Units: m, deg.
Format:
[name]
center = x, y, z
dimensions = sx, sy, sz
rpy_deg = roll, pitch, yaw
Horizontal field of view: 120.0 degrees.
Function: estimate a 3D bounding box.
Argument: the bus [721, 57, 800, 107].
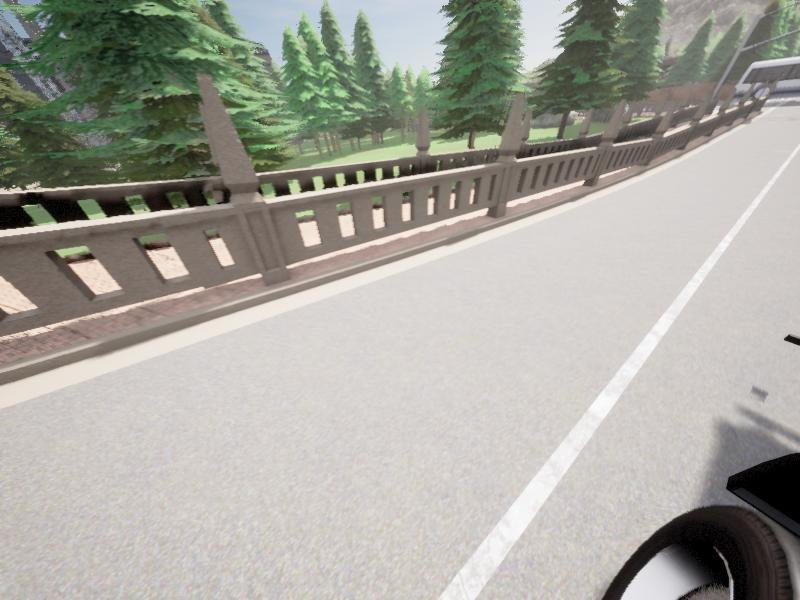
[bus]
center = 48.446, -26.556, 27.847
dimensions = 3.944, 4.253, 10.273
rpy_deg = -31, 46, -27
